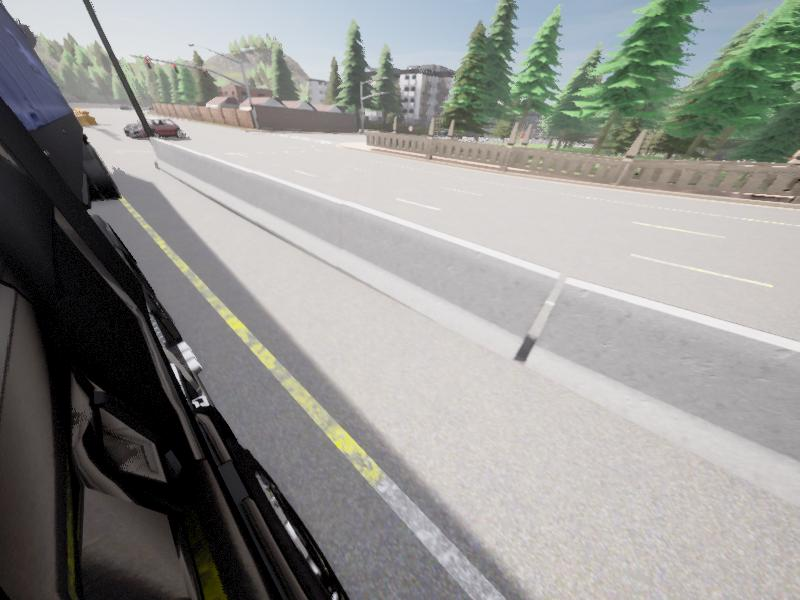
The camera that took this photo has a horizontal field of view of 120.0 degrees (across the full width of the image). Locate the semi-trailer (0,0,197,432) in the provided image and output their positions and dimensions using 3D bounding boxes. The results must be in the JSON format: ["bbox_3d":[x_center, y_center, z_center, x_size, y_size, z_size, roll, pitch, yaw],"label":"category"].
[{"bbox_3d":[-8.446,-3.816,4.387,14.254,4.402,2.717,32,45,32],"label":"semi-trailer"}]

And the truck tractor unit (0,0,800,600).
[{"bbox_3d":[-2.645,-0.295,0.351,6.516,4.208,3.053,28,44,30],"label":"truck tractor unit"}]

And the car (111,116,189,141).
[{"bbox_3d":[-20.695,-14.400,19.410,1.970,1.475,3.806,9,38,5],"label":"car"}]

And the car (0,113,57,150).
[{"bbox_3d":[-21.937,-9.698,13.235,4.181,1.385,1.994,29,44,29],"label":"car"}]
